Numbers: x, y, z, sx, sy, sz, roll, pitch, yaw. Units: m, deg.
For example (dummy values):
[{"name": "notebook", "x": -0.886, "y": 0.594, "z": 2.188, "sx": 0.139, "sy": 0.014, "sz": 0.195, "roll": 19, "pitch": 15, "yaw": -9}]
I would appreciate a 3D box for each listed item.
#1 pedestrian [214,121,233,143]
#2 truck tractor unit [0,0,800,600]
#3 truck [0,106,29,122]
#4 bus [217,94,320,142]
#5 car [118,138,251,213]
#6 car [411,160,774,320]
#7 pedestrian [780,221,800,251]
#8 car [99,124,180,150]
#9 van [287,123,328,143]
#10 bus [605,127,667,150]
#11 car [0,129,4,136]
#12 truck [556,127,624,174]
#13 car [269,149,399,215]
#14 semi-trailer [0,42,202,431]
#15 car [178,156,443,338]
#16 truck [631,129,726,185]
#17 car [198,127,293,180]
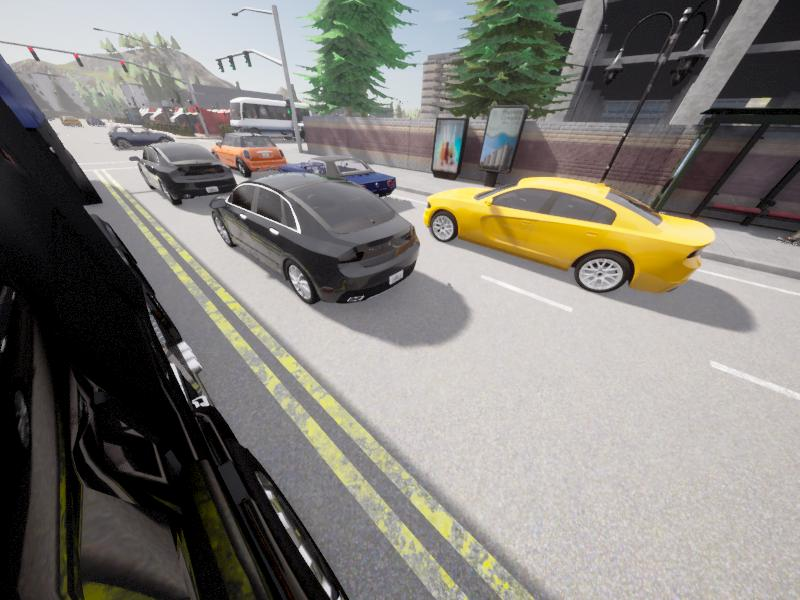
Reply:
[{"name": "pedestrian", "x": -18.918, "y": -17.956, "z": 24.756, "sx": 0.751, "sy": 1.860, "sz": 0.751, "roll": 3, "pitch": 37, "yaw": 0}, {"name": "truck tractor unit", "x": -2.645, "y": -0.295, "z": 0.352, "sx": 6.516, "sy": 4.208, "sz": 3.053, "roll": 28, "pitch": 44, "yaw": 30}, {"name": "truck", "x": -83.376, "y": -39.450, "z": 49.010, "sx": 5.204, "sy": 2.467, "sz": 2.627, "roll": 13, "pitch": 38, "yaw": 13}, {"name": "bus", "x": -16.508, "y": -23.500, "z": 30.350, "sx": 3.944, "sy": 4.253, "sz": 10.273, "roll": 28, "pitch": 44, "yaw": 30}, {"name": "car", "x": -7.406, "y": -4.459, "z": 7.885, "sx": 4.892, "sy": 1.490, "sz": 1.837, "roll": 28, "pitch": 44, "yaw": 30}, {"name": "car", "x": 2.834, "y": -1.748, "z": 4.874, "sx": 5.008, "sy": 1.535, "sz": 1.882, "roll": 28, "pitch": 44, "yaw": 30}, {"name": "pedestrian", "x": 9.977, "y": -2.012, "z": 5.113, "sx": 0.751, "sy": 1.860, "sz": 0.751, "roll": -23, "pitch": 44, "yaw": -30}, {"name": "car", "x": -20.650, "y": -13.020, "z": 18.487, "sx": 1.970, "sy": 1.475, "sz": 3.806, "roll": 28, "pitch": 43, "yaw": 29}, {"name": "van", "x": -12.251, "y": -22.467, "z": 31.084, "sx": 2.069, "sy": 2.038, "sz": 4.480, "roll": 24, "pitch": 42, "yaw": 26}, {"name": "bus", "x": 61.491, "y": -42.483, "z": 60.715, "sx": 10.273, "sy": 4.253, "sz": 3.944, "roll": 28, "pitch": 44, "yaw": 30}, {"name": "car", "x": -40.066, "y": -16.496, "z": 21.829, "sx": 5.366, "sy": 1.575, "sz": 1.801, "roll": 29, "pitch": 44, "yaw": 31}, {"name": "truck", "x": 13.953, "y": -11.032, "z": 16.931, "sx": 2.615, "sy": 2.467, "sz": 5.204, "roll": 28, "pitch": 44, "yaw": 30}, {"name": "car", "x": -2.472, "y": -4.484, "z": 8.395, "sx": 4.718, "sy": 1.301, "sz": 1.895, "roll": 28, "pitch": 44, "yaw": 30}, {"name": "semi-trailer", "x": -8.697, "y": -3.608, "z": 4.225, "sx": 14.254, "sy": 4.402, "sz": 2.717, "roll": 28, "pitch": 44, "yaw": 30}, {"name": "car", "x": -1.889, "y": -1.514, "z": 4.299, "sx": 4.892, "sy": 1.490, "sz": 1.837, "roll": 28, "pitch": 44, "yaw": 30}, {"name": "truck", "x": 17.255, "y": -9.273, "z": 14.790, "sx": 2.615, "sy": 2.467, "sz": 5.204, "roll": 28, "pitch": 44, "yaw": 30}, {"name": "car", "x": -7.821, "y": -7.546, "z": 11.730, "sx": 4.553, "sy": 1.767, "sz": 2.097, "roll": 28, "pitch": 44, "yaw": 30}]
